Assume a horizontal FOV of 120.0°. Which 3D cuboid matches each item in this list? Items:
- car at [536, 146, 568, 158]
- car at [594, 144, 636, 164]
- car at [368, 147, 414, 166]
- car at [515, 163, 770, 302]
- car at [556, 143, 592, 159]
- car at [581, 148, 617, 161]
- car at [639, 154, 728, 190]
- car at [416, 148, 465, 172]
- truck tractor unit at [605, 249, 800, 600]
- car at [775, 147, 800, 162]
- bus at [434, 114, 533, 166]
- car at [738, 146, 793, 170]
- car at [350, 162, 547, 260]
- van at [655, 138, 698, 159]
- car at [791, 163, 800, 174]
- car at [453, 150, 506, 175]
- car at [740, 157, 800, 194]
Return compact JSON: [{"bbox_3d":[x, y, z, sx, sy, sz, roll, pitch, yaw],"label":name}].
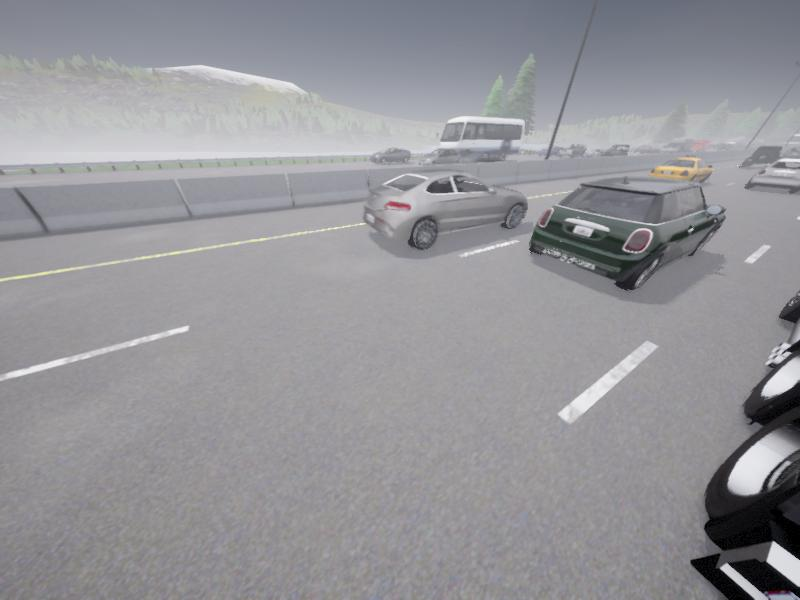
[{"bbox_3d":[24.640,-24.143,37.528,4.514,1.525,2.007,-18,39,-24],"label":"car"},{"bbox_3d":[26.219,-17.892,28.244,3.866,1.878,1.905,-18,39,-24],"label":"car"},{"bbox_3d":[-0.973,-15.871,25.449,4.514,1.525,2.007,-18,39,-24],"label":"car"},{"bbox_3d":[5.216,-1.855,5.134,4.553,1.767,2.097,-18,39,-24],"label":"car"},{"bbox_3d":[26.187,-22.487,34.846,4.605,1.855,1.932,-19,39,-24],"label":"car"},{"bbox_3d":[28.056,-20.545,32.588,4.718,1.301,1.895,-18,39,-24],"label":"car"},{"bbox_3d":[17.639,-8.083,14.360,5.366,1.575,1.801,-18,39,-24],"label":"car"},{"bbox_3d":[3.672,-12.799,21.003,3.988,1.617,1.851,-18,39,-24],"label":"car"},{"bbox_3d":[5.082,-0.330,0.814,6.516,4.208,3.053,-19,39,-25],"label":"truck tractor unit"},{"bbox_3d":[54.745,-20.102,31.832,4.611,1.667,2.242,-18,39,-24],"label":"car"},{"bbox_3d":[9.319,-17.927,26.099,10.273,4.253,3.944,-18,39,-24],"label":"bus"},{"bbox_3d":[36.943,-14.444,23.375,3.866,1.878,1.905,-18,39,-24],"label":"car"},{"bbox_3d":[1.422,-2.863,6.703,5.027,1.651,2.152,-18,39,-24],"label":"car"},{"bbox_3d":[43.025,-23.587,35.988,5.915,2.561,1.988,-18,39,-24],"label":"van"},{"bbox_3d":[36.500,-11.880,19.938,3.988,1.617,1.851,-18,39,-24],"label":"car"},{"bbox_3d":[6.532,-11.396,19.055,3.705,1.549,1.789,-18,39,-24],"label":"car"},{"bbox_3d":[22.039,-7.158,13.158,3.806,1.475,1.970,-18,39,-24],"label":"car"}]
